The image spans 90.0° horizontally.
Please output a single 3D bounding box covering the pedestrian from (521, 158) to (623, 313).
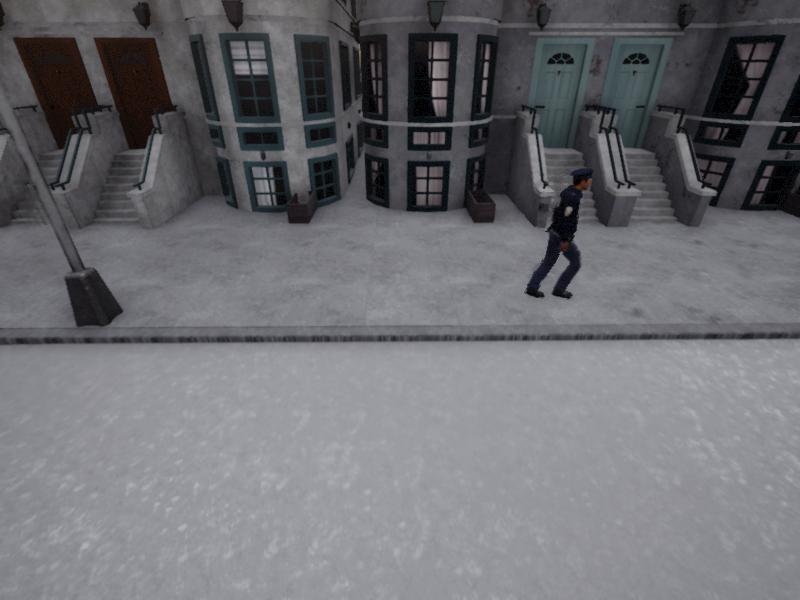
[{"bbox_3d":[2.187,-0.838,5.329,0.751,1.860,0.751,4,31,6],"label":"pedestrian"}]
